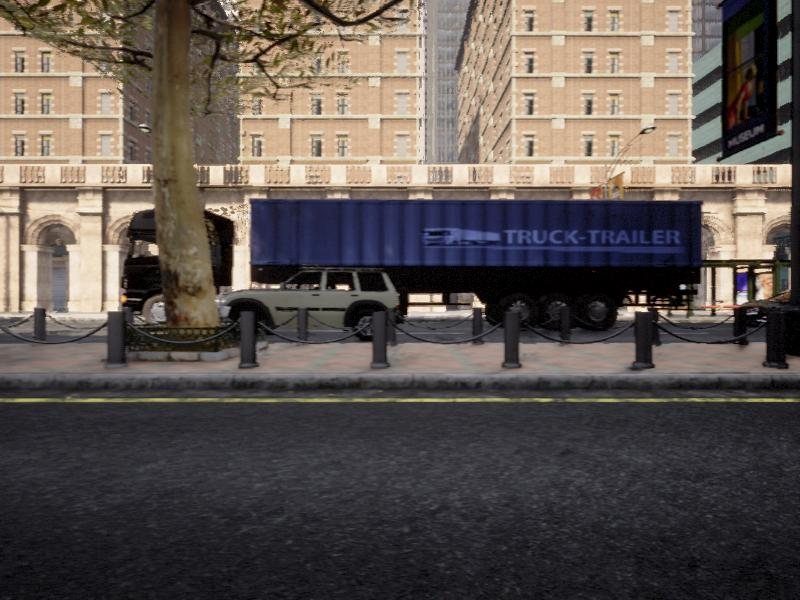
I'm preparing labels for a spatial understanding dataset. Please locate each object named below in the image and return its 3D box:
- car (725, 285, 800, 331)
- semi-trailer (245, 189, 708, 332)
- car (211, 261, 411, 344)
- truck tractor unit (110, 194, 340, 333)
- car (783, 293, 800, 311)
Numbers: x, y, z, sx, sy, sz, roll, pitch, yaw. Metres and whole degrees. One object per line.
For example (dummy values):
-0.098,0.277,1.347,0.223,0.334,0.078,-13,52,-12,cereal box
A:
14.339,0.240,13.700,4.892,1.490,1.837,0,0,0,car
2.350,-1.217,13.685,14.254,4.402,2.717,0,0,0,semi-trailer
-2.059,0.057,10.197,4.605,1.855,1.932,1,0,0,car
-5.562,-1.118,13.701,6.516,4.208,3.053,0,0,0,truck tractor unit
35.024,0.147,33.017,4.786,1.482,2.161,0,0,0,car
